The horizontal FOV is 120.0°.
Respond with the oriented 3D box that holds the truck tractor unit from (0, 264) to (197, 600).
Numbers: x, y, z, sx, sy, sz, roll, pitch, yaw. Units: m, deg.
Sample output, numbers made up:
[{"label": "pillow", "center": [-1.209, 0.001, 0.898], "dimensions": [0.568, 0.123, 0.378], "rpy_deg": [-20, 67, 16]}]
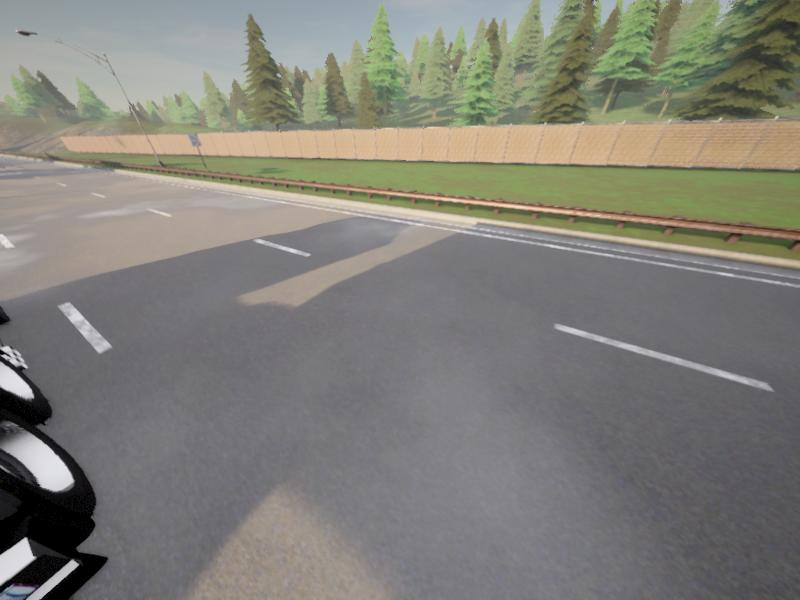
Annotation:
[{"label": "truck tractor unit", "center": [-5.112, -0.298, 0.789], "dimensions": [6.516, 4.208, 3.053], "rpy_deg": [18, 39, 24]}]
